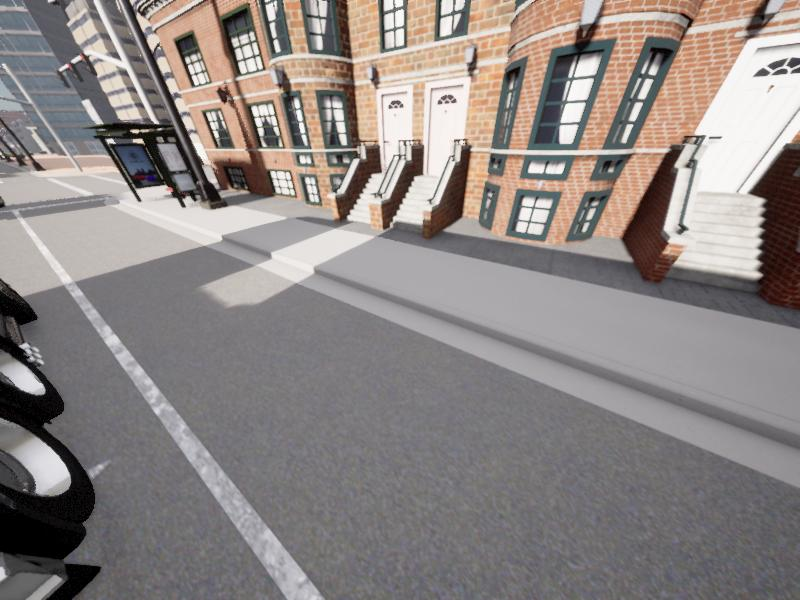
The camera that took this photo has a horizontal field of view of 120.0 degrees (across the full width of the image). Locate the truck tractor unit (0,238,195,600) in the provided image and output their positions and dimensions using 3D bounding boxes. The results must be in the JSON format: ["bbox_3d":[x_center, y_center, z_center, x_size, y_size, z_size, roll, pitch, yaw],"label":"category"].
[{"bbox_3d":[-5.110,-0.281,0.865,6.516,4.208,3.053,19,41,27],"label":"truck tractor unit"}]

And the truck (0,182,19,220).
[{"bbox_3d":[-18.428,-4.471,8.888,5.204,2.467,2.627,26,43,33],"label":"truck"}]
